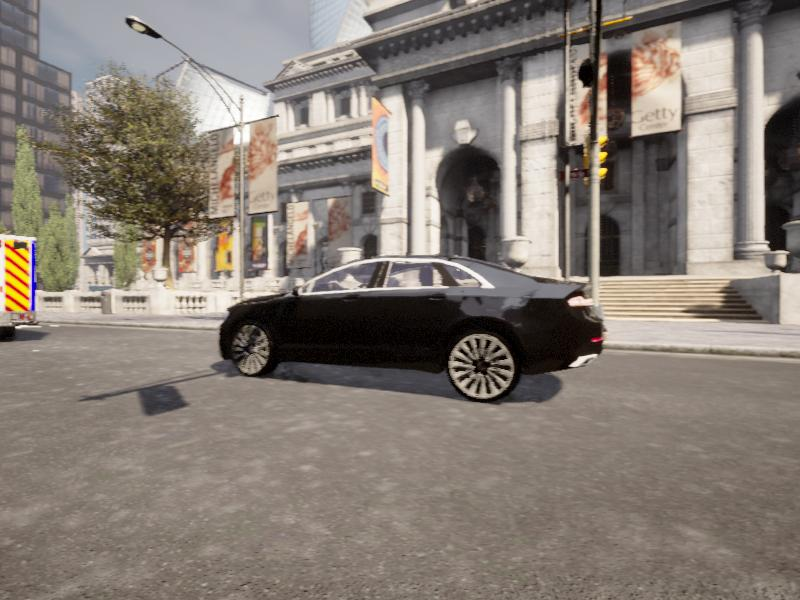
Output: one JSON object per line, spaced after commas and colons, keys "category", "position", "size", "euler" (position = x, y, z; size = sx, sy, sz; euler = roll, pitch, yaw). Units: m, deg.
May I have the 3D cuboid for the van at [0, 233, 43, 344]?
{"category": "van", "position": [-11.677, -0.254, 10.101], "size": [6.366, 2.431, 2.351], "euler": [0, 0, 33]}

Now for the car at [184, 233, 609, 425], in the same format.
{"category": "car", "position": [-0.138, 0.221, 5.135], "size": [4.902, 1.511, 2.128], "euler": [0, 0, 25]}
